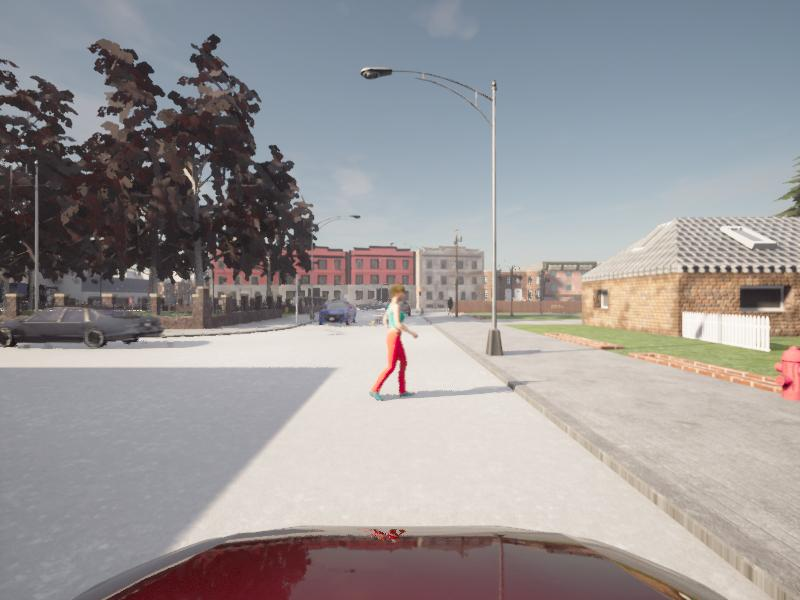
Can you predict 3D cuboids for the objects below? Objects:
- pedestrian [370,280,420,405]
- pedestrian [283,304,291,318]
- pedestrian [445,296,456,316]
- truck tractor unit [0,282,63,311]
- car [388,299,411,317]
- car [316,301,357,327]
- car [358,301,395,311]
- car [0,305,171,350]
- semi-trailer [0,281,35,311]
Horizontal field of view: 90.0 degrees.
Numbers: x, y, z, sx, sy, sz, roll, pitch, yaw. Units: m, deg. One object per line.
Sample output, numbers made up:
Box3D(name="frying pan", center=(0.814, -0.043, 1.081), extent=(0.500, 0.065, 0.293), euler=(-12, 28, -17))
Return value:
Box3D(name="pedestrian", center=(-0.082, 0.638, 6.351), extent=(0.751, 1.860, 0.751), euler=(0, 0, -2))
Box3D(name="pedestrian", center=(-9.210, 0.917, 32.513), extent=(0.500, 1.100, 0.500), euler=(0, 0, 0))
Box3D(name="pedestrian", center=(4.695, 0.536, 37.191), extent=(0.751, 1.860, 0.751), euler=(0, 0, 24))
Box3D(name="truck tractor unit", center=(-54.850, -0.519, 59.647), extent=(6.516, 4.208, 3.053), euler=(0, 0, 1))
Box3D(name="car", center=(-0.002, 0.759, 40.413), extent=(2.242, 1.667, 4.611), euler=(0, 0, 1))
Box3D(name="car", center=(-3.964, 0.825, 25.853), extent=(1.882, 1.535, 5.008), euler=(0, 0, 0))
Box3D(name="car", center=(-3.449, 0.899, 59.569), extent=(5.357, 1.411, 2.033), euler=(0, 0, 0))
Box3D(name="car", center=(-11.170, 0.896, 13.826), extent=(5.357, 1.411, 2.033), euler=(0, 0, 2))
Box3D(name="semi-trailer", center=(-62.762, -0.613, 59.744), extent=(14.254, 4.402, 2.717), euler=(0, 0, 1))
